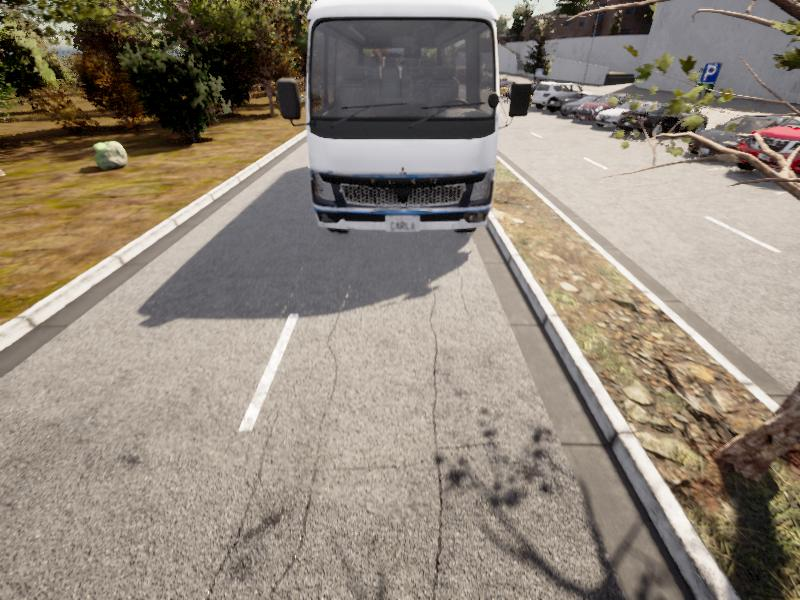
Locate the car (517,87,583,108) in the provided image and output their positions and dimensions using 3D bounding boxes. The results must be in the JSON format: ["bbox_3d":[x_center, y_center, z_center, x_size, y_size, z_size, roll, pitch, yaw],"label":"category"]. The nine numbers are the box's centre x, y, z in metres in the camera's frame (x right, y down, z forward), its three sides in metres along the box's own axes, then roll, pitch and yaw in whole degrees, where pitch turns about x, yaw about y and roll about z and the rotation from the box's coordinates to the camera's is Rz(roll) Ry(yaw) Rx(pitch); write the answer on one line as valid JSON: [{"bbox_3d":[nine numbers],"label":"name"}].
[{"bbox_3d":[13.652,-18.450,36.402,5.366,1.575,1.946,-10,32,-18],"label":"car"}]

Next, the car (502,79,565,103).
[{"bbox_3d":[13.804,-21.733,41.493,5.566,2.045,2.435,-10,33,-17],"label":"car"}]

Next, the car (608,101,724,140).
[{"bbox_3d":[13.810,-9.428,20.882,5.008,1.535,2.097,-10,31,-18],"label":"car"}]

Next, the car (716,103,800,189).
[{"bbox_3d":[13.793,-5.144,12.939,5.566,2.045,2.435,-10,32,-18],"label":"car"}]

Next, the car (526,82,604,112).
[{"bbox_3d":[13.852,-17.181,33.752,5.566,2.045,2.435,-10,32,-18],"label":"car"}]

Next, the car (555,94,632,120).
[{"bbox_3d":[13.823,-13.894,28.695,4.674,1.452,2.002,-10,32,-18],"label":"car"}]

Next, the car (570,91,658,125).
[{"bbox_3d":[13.851,-12.541,26.025,4.553,1.767,2.185,-10,32,-18],"label":"car"}]

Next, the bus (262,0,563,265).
[{"bbox_3d":[0.142,-5.047,10.531,3.944,4.253,10.273,0,30,0],"label":"bus"}]

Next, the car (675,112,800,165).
[{"bbox_3d":[13.788,-6.401,15.681,4.792,1.488,2.163,-10,32,-18],"label":"car"}]

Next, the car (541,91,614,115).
[{"bbox_3d":[13.847,-15.427,31.303,4.792,1.488,2.163,-10,32,-18],"label":"car"}]

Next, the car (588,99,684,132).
[{"bbox_3d":[13.821,-10.892,23.501,4.674,1.452,2.002,-10,32,-18],"label":"car"}]
